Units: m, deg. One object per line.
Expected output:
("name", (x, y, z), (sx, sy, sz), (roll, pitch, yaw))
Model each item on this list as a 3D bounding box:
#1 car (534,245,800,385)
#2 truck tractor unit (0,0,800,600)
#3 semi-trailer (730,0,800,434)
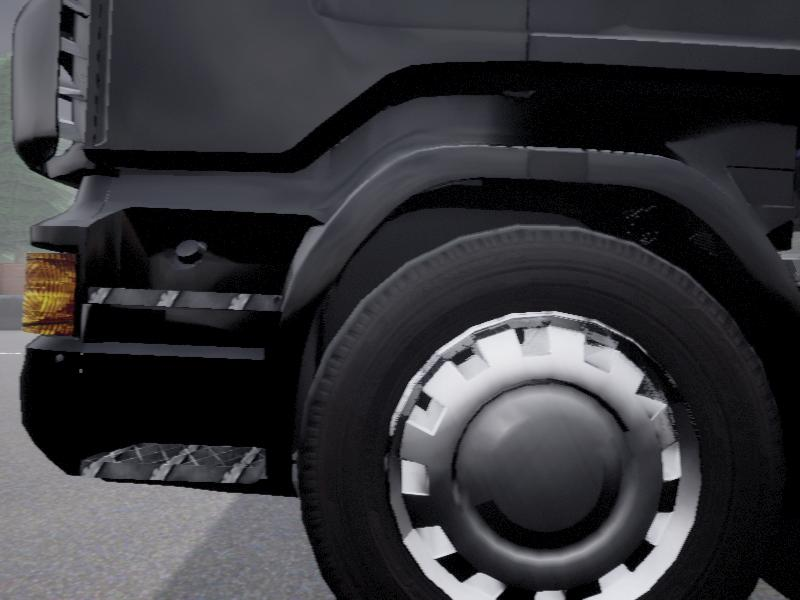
("car", (4.715, 0.185, 5.779), (4.856, 1.649, 2.033), (0, 0, -1))
("truck tractor unit", (2.195, -1.117, 2.208), (6.516, 4.208, 3.053), (0, 0, -1))
("semi-trailer", (10.107, -1.220, 2.497), (14.254, 4.402, 2.717), (0, 0, -2))
